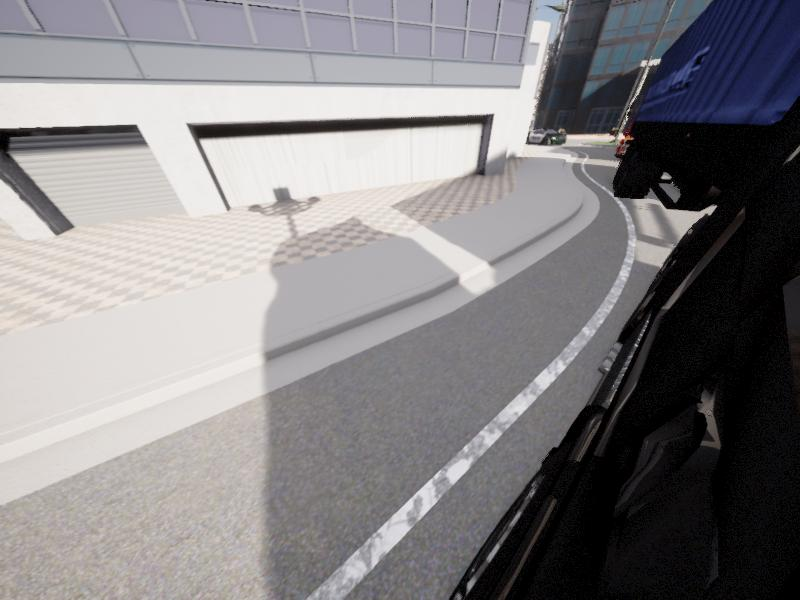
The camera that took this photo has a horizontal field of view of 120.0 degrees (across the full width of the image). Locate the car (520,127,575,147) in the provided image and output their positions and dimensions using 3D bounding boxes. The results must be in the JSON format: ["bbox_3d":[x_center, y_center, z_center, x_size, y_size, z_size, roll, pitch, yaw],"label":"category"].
[{"bbox_3d":[15.747,-17.742,25.095,2.038,1.542,4.974,-11,38,-11],"label":"car"}]

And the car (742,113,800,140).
[{"bbox_3d":[34.509,-15.140,20.105,4.605,1.855,1.932,13,40,20],"label":"car"}]

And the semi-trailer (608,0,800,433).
[{"bbox_3d":[7.519,-4.215,5.117,2.717,4.402,14.254,21,43,28],"label":"semi-trailer"}]

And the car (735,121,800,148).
[{"bbox_3d":[28.424,-12.229,17.029,4.181,1.385,1.994,-6,37,-4],"label":"car"}]

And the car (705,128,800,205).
[{"bbox_3d":[13.190,-4.591,7.623,1.801,1.575,5.366,15,41,23],"label":"car"}]

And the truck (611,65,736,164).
[{"bbox_3d":[16.774,-11.372,14.592,2.891,3.827,8.468,28,46,34],"label":"truck"}]

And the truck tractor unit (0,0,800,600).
[{"bbox_3d":[2.645,-0.295,0.351,6.516,4.208,3.053,-28,44,-30],"label":"truck tractor unit"}]
